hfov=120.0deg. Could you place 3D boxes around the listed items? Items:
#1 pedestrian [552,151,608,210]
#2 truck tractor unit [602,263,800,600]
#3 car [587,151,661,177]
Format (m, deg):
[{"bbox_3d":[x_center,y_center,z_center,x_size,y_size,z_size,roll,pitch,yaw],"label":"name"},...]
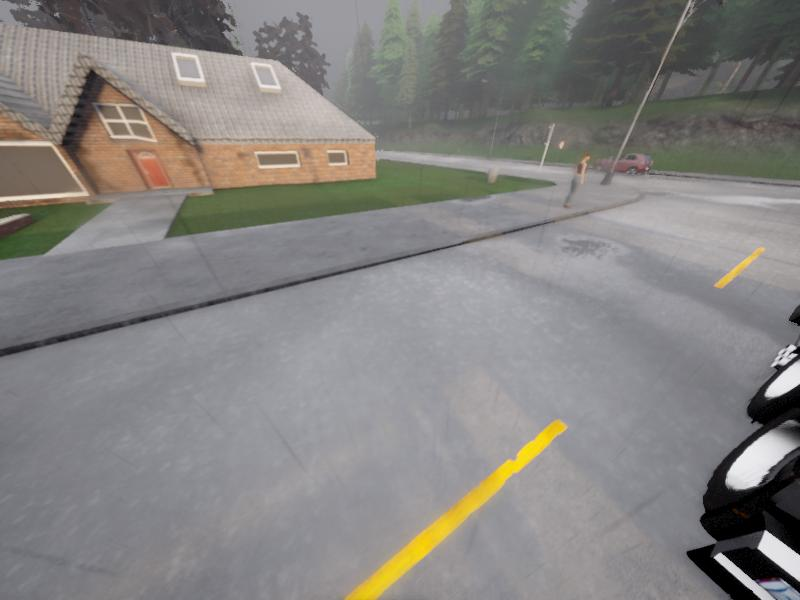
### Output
[{"bbox_3d":[6.524,-4.366,8.492,0.751,1.860,0.751,3,35,3],"label":"pedestrian"},{"bbox_3d":[5.109,-0.303,0.787,6.516,4.208,3.053,-18,39,-24],"label":"truck tractor unit"},{"bbox_3d":[18.122,-11.164,18.887,1.845,1.501,3.633,-15,38,-21],"label":"car"}]
